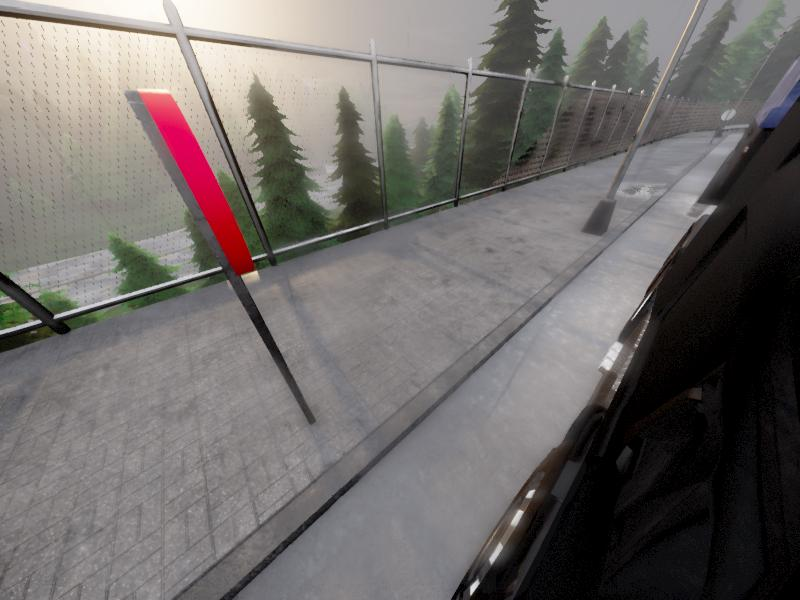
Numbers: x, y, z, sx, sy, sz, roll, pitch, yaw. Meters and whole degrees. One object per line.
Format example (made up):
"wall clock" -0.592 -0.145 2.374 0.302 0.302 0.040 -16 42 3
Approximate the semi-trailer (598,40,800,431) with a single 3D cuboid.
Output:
"semi-trailer" 8.699 -3.606 4.226 14.254 4.402 2.717 -28 44 -30

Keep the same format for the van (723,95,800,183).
"van" 16.356 -6.921 9.755 5.915 2.561 1.988 -28 44 -30

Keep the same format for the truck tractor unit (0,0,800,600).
"truck tractor unit" 2.645 -0.295 0.351 6.516 4.208 3.053 -28 44 -30
